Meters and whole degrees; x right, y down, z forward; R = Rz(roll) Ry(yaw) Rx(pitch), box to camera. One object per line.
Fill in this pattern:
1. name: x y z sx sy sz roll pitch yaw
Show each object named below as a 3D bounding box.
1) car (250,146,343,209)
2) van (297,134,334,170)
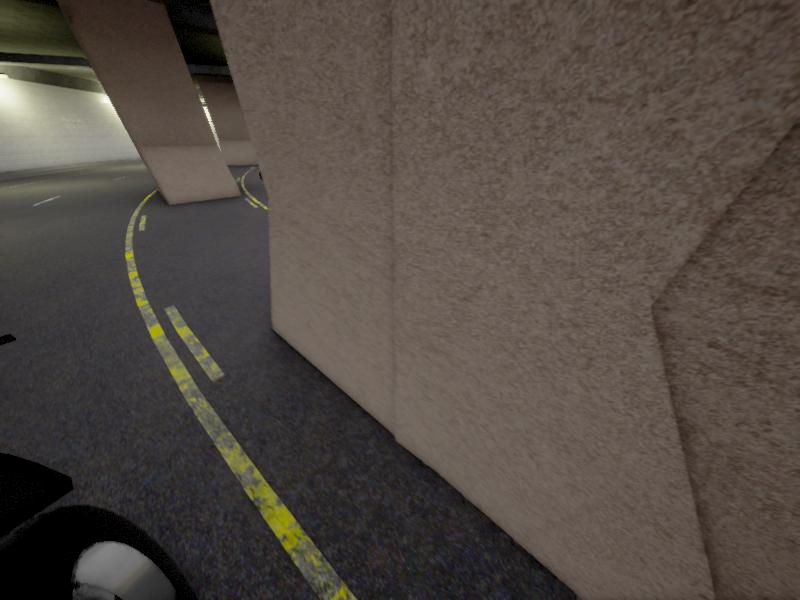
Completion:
1. car: -4.640 -5.599 10.172 1.932 1.855 4.605 -26 43 -32
2. van: -7.588 -13.544 20.938 2.351 2.431 6.366 -10 36 -14
